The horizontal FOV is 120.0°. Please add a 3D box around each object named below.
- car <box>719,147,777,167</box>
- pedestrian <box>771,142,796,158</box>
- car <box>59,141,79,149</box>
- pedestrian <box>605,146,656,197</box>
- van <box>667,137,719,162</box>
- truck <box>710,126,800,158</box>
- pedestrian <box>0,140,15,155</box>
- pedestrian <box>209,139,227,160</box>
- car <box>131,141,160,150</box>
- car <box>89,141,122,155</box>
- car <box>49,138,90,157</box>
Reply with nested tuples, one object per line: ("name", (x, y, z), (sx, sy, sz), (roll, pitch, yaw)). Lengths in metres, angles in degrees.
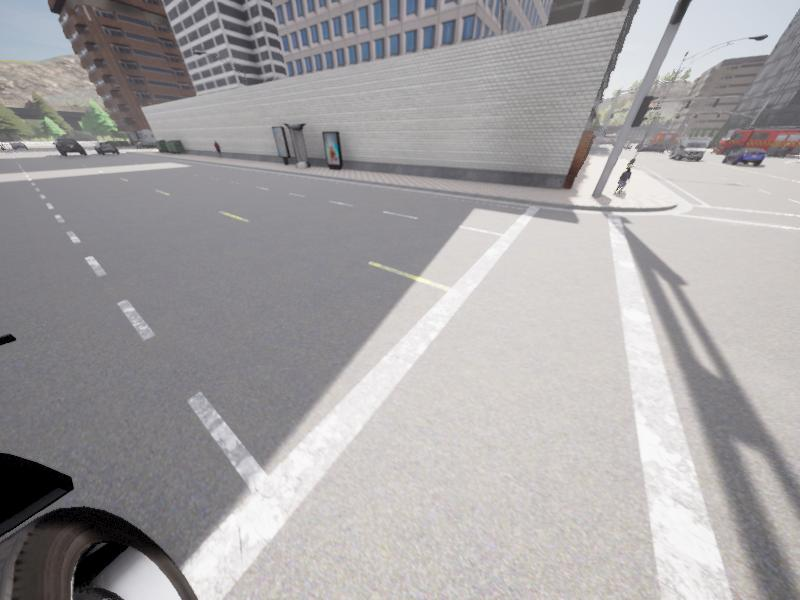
("car", (36.578, -15.210, 24.466), (2.007, 1.525, 4.514), (23, 41, 29))
("pedestrian", (55.419, -21.669, 33.401), (0.751, 1.860, 0.751), (13, 37, 18))
("car", (-76.988, -36.127, 53.659), (4.193, 1.474, 1.816), (22, 41, 28))
("pedestrian", (10.048, -5.660, 10.174), (0.751, 1.860, 0.751), (15, 38, 20))
("van", (36.595, -19.039, 29.127), (2.351, 2.431, 6.366), (24, 41, 29))
("truck", (56.711, -24.849, 36.256), (8.468, 3.827, 2.891), (21, 40, 27))
("pedestrian", (-57.673, -22.157, 33.602), (0.751, 1.860, 0.751), (18, 39, 23))
("pedestrian", (-20.274, -16.790, 25.774), (0.751, 1.860, 0.751), (25, 42, 30))
("car", (-56.121, -34.154, 50.965), (1.789, 1.549, 3.705), (22, 41, 28))
("car", (-44.923, -23.167, 35.230), (4.856, 1.649, 2.033), (22, 41, 28))
("car", (-46.996, -21.713, 32.804), (5.566, 2.045, 2.150), (22, 41, 28))
